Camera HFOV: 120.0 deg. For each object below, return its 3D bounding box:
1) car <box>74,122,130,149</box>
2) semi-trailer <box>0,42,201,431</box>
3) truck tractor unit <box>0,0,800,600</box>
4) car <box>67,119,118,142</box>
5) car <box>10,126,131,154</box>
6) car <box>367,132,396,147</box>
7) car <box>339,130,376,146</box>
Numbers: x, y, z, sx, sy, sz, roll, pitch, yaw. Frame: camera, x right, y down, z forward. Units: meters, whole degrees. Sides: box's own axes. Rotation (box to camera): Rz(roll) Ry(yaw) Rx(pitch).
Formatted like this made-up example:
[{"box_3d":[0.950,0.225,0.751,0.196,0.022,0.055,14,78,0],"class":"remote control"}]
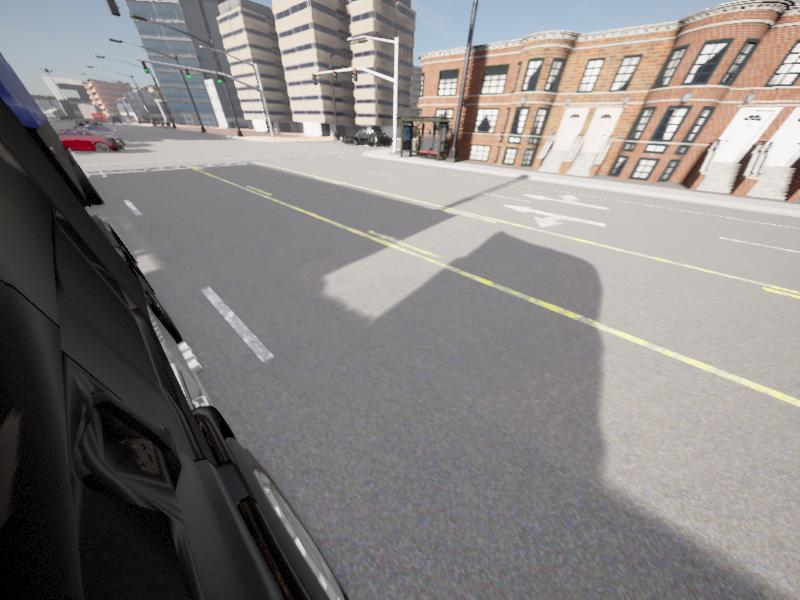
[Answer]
[{"box_3d":[-25.281,-13.981,19.581,4.974,1.542,2.038,28,43,30],"class":"car"},{"box_3d":[-8.695,-3.599,4.244,14.254,4.402,2.717,28,44,30],"class":"semi-trailer"},{"box_3d":[-2.645,-0.295,0.351,6.516,4.208,3.053,28,44,30],"class":"truck tractor unit"},{"box_3d":[-30.760,-16.959,23.122,4.611,1.667,2.242,28,43,30],"class":"car"},{"box_3d":[-22.018,-10.887,15.760,4.181,1.385,1.994,-14,40,-21],"class":"car"},{"box_3d":[-2.573,-22.656,32.642,1.851,1.617,3.988,28,43,30],"class":"car"},{"box_3d":[-6.043,-23.541,33.584,1.930,1.638,5.238,28,43,30],"class":"car"}]
